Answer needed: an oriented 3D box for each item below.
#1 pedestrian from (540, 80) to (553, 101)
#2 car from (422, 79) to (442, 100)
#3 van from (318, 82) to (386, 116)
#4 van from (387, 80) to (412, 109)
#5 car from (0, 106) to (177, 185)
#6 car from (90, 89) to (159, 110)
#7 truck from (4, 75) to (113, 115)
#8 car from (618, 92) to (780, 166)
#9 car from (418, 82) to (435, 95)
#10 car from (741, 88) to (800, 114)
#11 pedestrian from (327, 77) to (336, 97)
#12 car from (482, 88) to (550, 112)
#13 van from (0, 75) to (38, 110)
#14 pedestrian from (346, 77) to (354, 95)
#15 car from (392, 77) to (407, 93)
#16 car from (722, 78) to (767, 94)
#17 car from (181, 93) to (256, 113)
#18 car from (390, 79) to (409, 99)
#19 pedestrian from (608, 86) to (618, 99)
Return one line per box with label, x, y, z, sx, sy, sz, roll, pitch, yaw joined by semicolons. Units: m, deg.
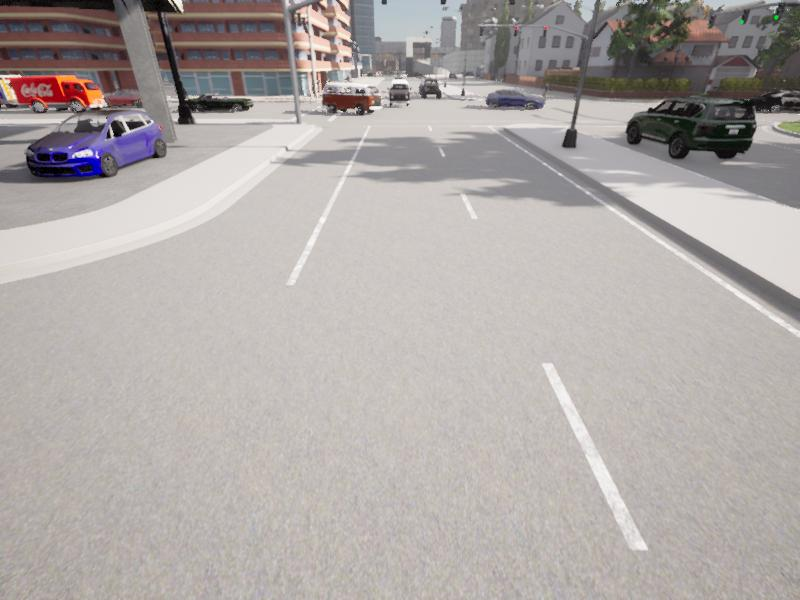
pedestrian;14.853;-21.290;40.666;0.751;1.860;0.751;2;30;3
car;3.435;-22.943;43.513;1.905;1.878;3.866;0;30;0
van;-3.471;-14.661;29.153;4.480;2.038;2.069;15;31;24
van;-0.053;-17.855;34.630;2.069;2.038;4.480;0;30;0
car;-9.735;-5.194;13.044;2.242;1.667;4.611;0;30;0
car;-22.980;-16.831;33.521;4.181;1.385;1.994;-1;30;-1
truck;-25.500;-15.507;30.181;5.204;2.467;2.627;-1;30;0
car;11.473;-7.055;16.113;2.150;2.045;5.566;0;30;0
car;3.424;-27.462;51.850;1.895;1.301;4.718;0;30;0
car;29.794;-15.267;30.614;5.238;1.638;1.930;0;30;0
pedestrian;-7.537;-23.341;43.863;0.751;1.860;0.751;-6;31;-11
car;9.477;-16.533;32.927;4.792;1.488;2.163;17;34;27
van;-34.623;-17.187;33.075;6.366;2.431;2.351;0;30;-1
pedestrian;-5.892;-25.278;47.185;0.751;1.860;0.751;-4;31;-7
car;-0.085;-28.996;53.907;1.932;1.855;4.605;0;30;0
car;41.353;-25.772;48.123;1.970;1.475;3.806;0;30;0
car;-13.797;-15.110;30.652;4.718;1.301;1.895;0;30;-1
car;-0.066;-23.308;44.151;1.932;1.855;4.605;0;30;0
pedestrian;22.277;-21.726;41.889;0.500;1.100;0.500;-26;39;-37
